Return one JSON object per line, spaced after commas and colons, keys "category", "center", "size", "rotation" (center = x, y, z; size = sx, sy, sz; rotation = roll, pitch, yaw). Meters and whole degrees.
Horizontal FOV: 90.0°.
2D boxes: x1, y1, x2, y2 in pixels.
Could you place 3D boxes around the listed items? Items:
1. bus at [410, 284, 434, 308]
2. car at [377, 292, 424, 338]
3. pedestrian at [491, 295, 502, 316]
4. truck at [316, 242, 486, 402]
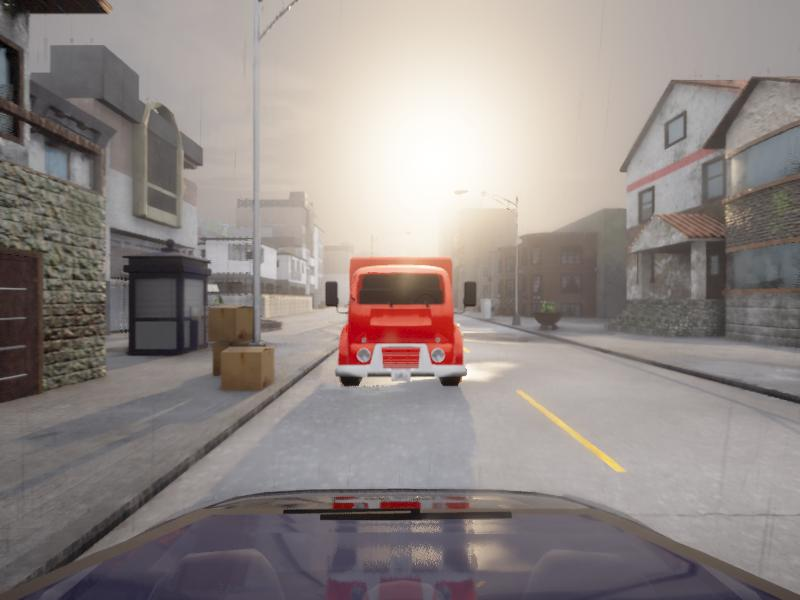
{"category": "bus", "center": [4.001, -0.650, 75.929], "size": [3.944, 4.253, 10.273], "rotation": [0, 0, 0]}
{"category": "car", "center": [0.028, 0.618, 18.215], "size": [1.905, 1.878, 3.866], "rotation": [0, 0, 0]}
{"category": "pedestrian", "center": [8.728, 0.478, 36.241], "size": [0.751, 1.860, 0.751], "rotation": [0, 0, -1]}
{"category": "truck", "center": [0.015, 0.346, 8.785], "size": [2.627, 2.467, 5.204], "rotation": [0, 0, 0]}
